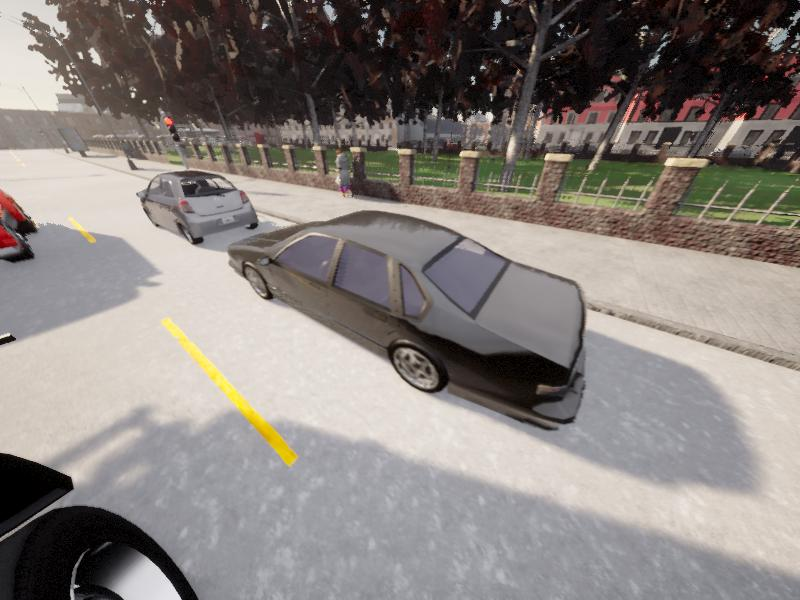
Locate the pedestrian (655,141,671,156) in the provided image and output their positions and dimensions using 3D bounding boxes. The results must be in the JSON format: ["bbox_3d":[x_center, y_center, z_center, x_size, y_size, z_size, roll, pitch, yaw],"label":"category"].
[{"bbox_3d":[39.384,-22.704,34.615,0.751,1.860,0.751,17,38,22],"label":"pedestrian"}]

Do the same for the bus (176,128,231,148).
[{"bbox_3d":[-55.283,-45.879,65.427,3.944,4.253,10.273,22,41,28],"label":"bus"}]

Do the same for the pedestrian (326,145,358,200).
[{"bbox_3d":[-2.352,-5.252,9.532,0.751,1.860,0.751,22,41,28],"label":"pedestrian"}]

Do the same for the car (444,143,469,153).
[{"bbox_3d":[10.383,-27.886,42.340,3.806,1.475,1.970,22,41,28],"label":"car"}]

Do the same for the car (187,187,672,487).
[{"bbox_3d":[-0.433,-0.450,3.350,5.357,1.411,2.033,22,40,27],"label":"car"}]

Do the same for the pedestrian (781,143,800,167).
[{"bbox_3d":[37.051,-13.509,21.535,0.751,1.860,0.751,-20,40,-26],"label":"pedestrian"}]

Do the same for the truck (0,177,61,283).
[{"bbox_3d":[-10.020,-1.974,4.491,5.204,2.467,2.627,23,41,28],"label":"truck"}]

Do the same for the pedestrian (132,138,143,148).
[{"bbox_3d":[-60.252,-36.103,52.967,0.751,1.860,0.751,22,40,28],"label":"pedestrian"}]

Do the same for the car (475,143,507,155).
[{"bbox_3d":[15.479,-25.834,39.415,4.514,1.525,2.007,22,41,28],"label":"car"}]

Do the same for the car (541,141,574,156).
[{"bbox_3d":[25.508,-24.713,37.573,3.866,1.878,1.905,22,41,28],"label":"car"}]

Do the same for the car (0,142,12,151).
[{"bbox_3d":[-78.063,-29.237,43.963,3.633,1.501,1.845,-15,38,-21],"label":"car"}]

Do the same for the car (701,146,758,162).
[{"bbox_3d":[40.740,-18.189,28.721,3.633,1.501,1.845,28,43,33],"label":"car"}]

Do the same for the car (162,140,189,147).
[{"bbox_3d":[-61.925,-43.388,63.827,1.882,1.535,5.008,22,41,28],"label":"car"}]

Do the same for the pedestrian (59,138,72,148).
[{"bbox_3d":[-72.594,-34.012,50.106,0.751,1.860,0.751,17,39,23],"label":"pedestrian"}]

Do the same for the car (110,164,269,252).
[{"bbox_3d":[-5.861,-2.793,6.526,3.633,1.501,1.845,21,40,27],"label":"car"}]

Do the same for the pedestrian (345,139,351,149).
[{"bbox_3d":[-11.162,-33.546,49.680,0.751,1.860,0.751,22,41,28],"label":"pedestrian"}]

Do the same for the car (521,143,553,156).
[{"bbox_3d":[21.366,-23.450,36.044,3.705,1.549,1.789,22,41,28],"label":"car"}]

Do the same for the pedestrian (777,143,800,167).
[{"bbox_3d":[36.486,-13.343,21.296,0.751,1.860,0.751,-4,35,-7],"label":"pedestrian"}]

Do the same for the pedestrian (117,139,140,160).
[{"bbox_3d":[-29.362,-16.248,24.976,0.751,1.860,0.751,22,41,28],"label":"pedestrian"}]

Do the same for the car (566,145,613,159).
[{"bbox_3d":[26.877,-21.183,32.910,4.892,1.490,1.837,22,40,27],"label":"car"}]

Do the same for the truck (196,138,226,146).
[{"bbox_3d":[-56.925,-47.627,69.602,2.390,2.098,6.274,22,41,28],"label":"truck"}]

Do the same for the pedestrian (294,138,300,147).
[{"bbox_3d":[-26.871,-41.058,60.249,0.751,1.860,0.751,-29,44,-35],"label":"pedestrian"}]

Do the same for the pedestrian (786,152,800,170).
[{"bbox_3d":[33.779,-11.655,19.364,0.751,1.300,0.751,22,41,28],"label":"pedestrian"}]

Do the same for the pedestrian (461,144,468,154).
[{"bbox_3d":[10.425,-24.520,37.486,0.751,1.300,0.751,22,41,28],"label":"pedestrian"}]

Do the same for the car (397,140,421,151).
[{"bbox_3d":[1.765,-31.555,47.151,4.605,1.855,1.932,22,40,28],"label":"car"}]
